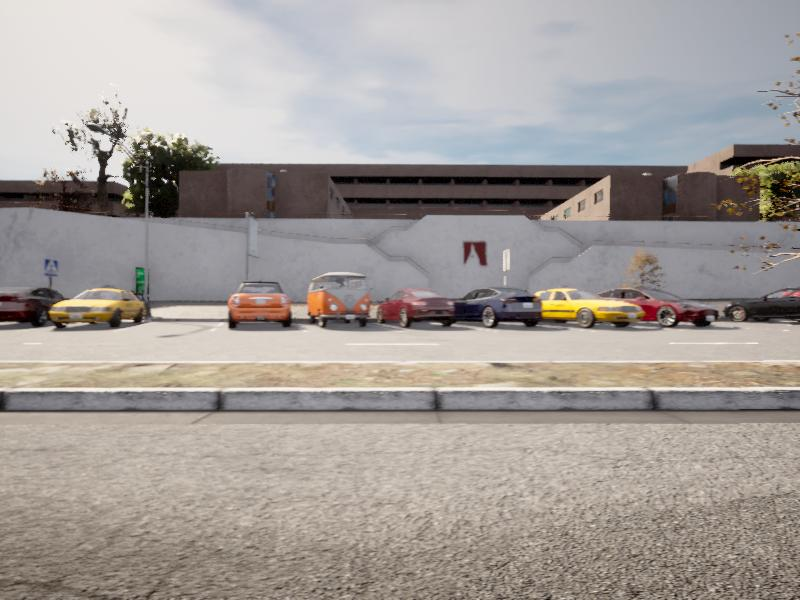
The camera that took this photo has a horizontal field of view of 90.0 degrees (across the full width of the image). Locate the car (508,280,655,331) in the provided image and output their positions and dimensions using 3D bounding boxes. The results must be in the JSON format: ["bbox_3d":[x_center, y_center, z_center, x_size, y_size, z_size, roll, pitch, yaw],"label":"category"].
[{"bbox_3d":[6.567,0.216,15.398,1.946,1.575,5.366,0,-1,-20],"label":"car"}]

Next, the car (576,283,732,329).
[{"bbox_3d":[9.495,0.235,15.541,2.163,1.488,4.792,0,-1,-20],"label":"car"}]

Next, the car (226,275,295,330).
[{"bbox_3d":[-5.434,0.111,15.550,2.185,1.767,4.553,0,-1,-20],"label":"car"}]

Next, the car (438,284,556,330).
[{"bbox_3d":[3.498,0.265,15.598,2.163,1.488,4.792,0,-1,-20],"label":"car"}]

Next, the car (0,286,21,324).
[{"bbox_3d":[-17.310,0.193,15.412,1.946,1.575,5.366,1,-1,-20],"label":"car"}]

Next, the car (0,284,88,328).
[{"bbox_3d":[-14.406,0.239,15.609,2.163,1.488,4.792,0,-1,-20],"label":"car"}]

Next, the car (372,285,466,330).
[{"bbox_3d":[0.526,0.278,15.568,2.002,1.452,4.674,0,-1,-20],"label":"car"}]

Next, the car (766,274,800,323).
[{"bbox_3d":[18.420,-0.118,15.592,2.435,2.045,5.566,-1,-1,-20],"label":"car"}]

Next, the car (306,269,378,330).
[{"bbox_3d":[-2.407,0.015,15.470,1.878,1.987,4.442,1,-1,-20],"label":"car"}]

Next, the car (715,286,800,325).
[{"bbox_3d":[15.452,0.200,15.560,2.002,1.452,4.674,-1,-1,-20],"label":"car"}]

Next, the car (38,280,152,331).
[{"bbox_3d":[-11.344,0.215,15.407,1.946,1.575,5.366,1,-1,-20],"label":"car"}]
